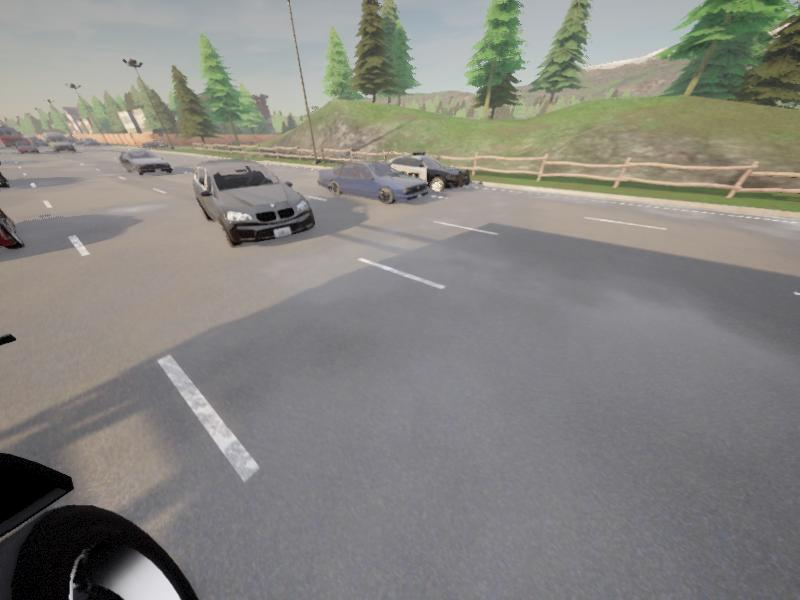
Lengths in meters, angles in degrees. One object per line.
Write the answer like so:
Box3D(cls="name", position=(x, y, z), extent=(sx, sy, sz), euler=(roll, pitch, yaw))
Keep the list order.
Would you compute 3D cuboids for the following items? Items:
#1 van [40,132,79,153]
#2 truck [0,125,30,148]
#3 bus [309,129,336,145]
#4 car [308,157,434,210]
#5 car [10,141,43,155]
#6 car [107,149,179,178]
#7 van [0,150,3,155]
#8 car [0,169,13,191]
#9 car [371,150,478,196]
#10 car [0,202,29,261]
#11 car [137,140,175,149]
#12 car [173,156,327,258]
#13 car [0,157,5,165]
Box3D(cls="van", position=(-53.006, -24.462, 35.921), extent=(5.915, 2.561, 1.988), euler=(22, 41, 28))
Box3D(cls="truck", position=(-85.154, -35.655, 50.380), extent=(8.468, 3.827, 2.891), euler=(22, 41, 28))
Box3D(cls="bus", position=(-25.909, -54.521, 77.298), extent=(3.944, 4.253, 10.273), euler=(-25, 42, -31))
Box3D(cls="car", position=(-1.398, -5.385, 10.324), extent=(5.357, 1.411, 2.033), euler=(22, 41, 28))
Box3D(cls="car", position=(-51.747, -21.073, 32.001), extent=(3.633, 1.501, 1.845), euler=(22, 41, 28))
Box3D(cls="car", position=(-18.453, -9.887, 16.555), extent=(5.357, 1.411, 2.033), euler=(22, 41, 28))
Box3D(cls="van", position=(-58.356, -21.677, 32.017), extent=(6.366, 2.431, 2.351), euler=(22, 41, 28))
Box3D(cls="car", position=(-22.069, -6.532, 11.565), extent=(5.027, 1.651, 2.152), euler=(22, 41, 28))
Box3D(cls="car", position=(1.118, -6.925, 12.315), extent=(5.238, 1.638, 1.930), euler=(22, 41, 28))
Box3D(cls="car", position=(-10.838, -1.836, 5.228), extent=(4.181, 1.385, 1.994), euler=(22, 41, 28))
Box3D(cls="car", position=(-50.461, -32.205, 47.916), extent=(5.357, 1.411, 2.033), euler=(2, 35, 2))
Box3D(cls="car", position=(-4.460, -3.049, 6.741), extent=(2.242, 1.667, 4.611), euler=(-29, 45, -35))
Box3D(cls="car", position=(-38.425, -13.151, 20.927), extent=(4.792, 1.488, 2.163), euler=(22, 41, 28))
